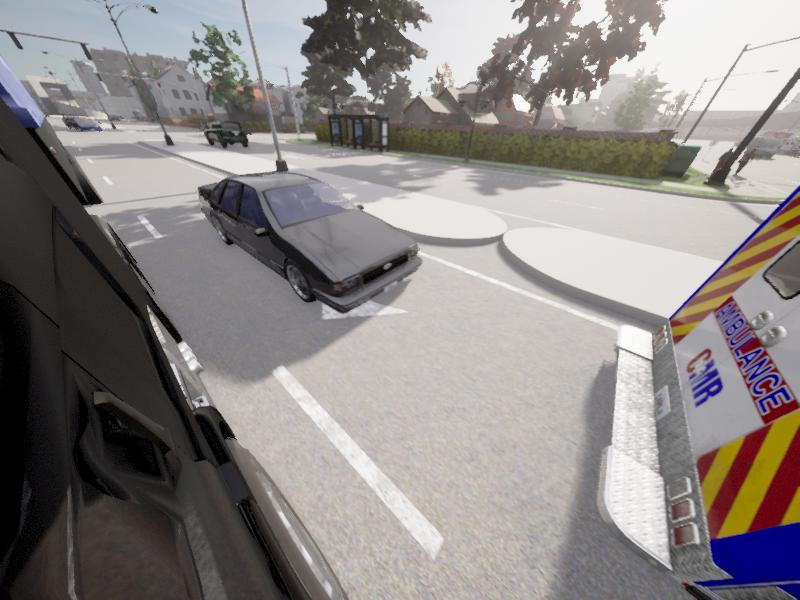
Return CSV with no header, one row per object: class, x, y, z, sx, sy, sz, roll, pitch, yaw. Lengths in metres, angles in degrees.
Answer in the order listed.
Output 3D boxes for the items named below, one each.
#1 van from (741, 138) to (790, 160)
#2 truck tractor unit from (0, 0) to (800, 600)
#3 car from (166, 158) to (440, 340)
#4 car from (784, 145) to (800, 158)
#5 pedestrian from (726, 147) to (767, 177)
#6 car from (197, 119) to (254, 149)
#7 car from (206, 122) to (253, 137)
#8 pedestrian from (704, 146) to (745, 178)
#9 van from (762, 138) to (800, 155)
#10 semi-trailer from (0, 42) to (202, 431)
van,56.996,-23.766,36.214,1.988,2.561,5.915,28,45,30
truck tractor unit,-2.645,-0.295,0.351,6.516,4.208,3.053,28,44,30
car,-2.142,-1.597,4.487,5.357,1.411,2.033,28,44,30
car,70.092,-25.956,40.396,1.789,1.549,3.705,28,45,30
pedestrian,25.999,-10.391,17.393,0.751,1.860,0.751,30,45,32
car,-16.762,-15.943,22.151,5.566,2.045,2.150,28,44,30
car,-25.632,-25.698,34.941,5.238,1.638,1.930,-28,47,-34
pedestrian,22.762,-9.693,16.252,0.751,1.860,0.751,29,44,31
van,76.752,-30.980,46.438,2.351,2.431,6.366,28,45,30
semi-trailer,-8.699,-3.609,4.220,14.254,4.402,2.717,28,44,30
